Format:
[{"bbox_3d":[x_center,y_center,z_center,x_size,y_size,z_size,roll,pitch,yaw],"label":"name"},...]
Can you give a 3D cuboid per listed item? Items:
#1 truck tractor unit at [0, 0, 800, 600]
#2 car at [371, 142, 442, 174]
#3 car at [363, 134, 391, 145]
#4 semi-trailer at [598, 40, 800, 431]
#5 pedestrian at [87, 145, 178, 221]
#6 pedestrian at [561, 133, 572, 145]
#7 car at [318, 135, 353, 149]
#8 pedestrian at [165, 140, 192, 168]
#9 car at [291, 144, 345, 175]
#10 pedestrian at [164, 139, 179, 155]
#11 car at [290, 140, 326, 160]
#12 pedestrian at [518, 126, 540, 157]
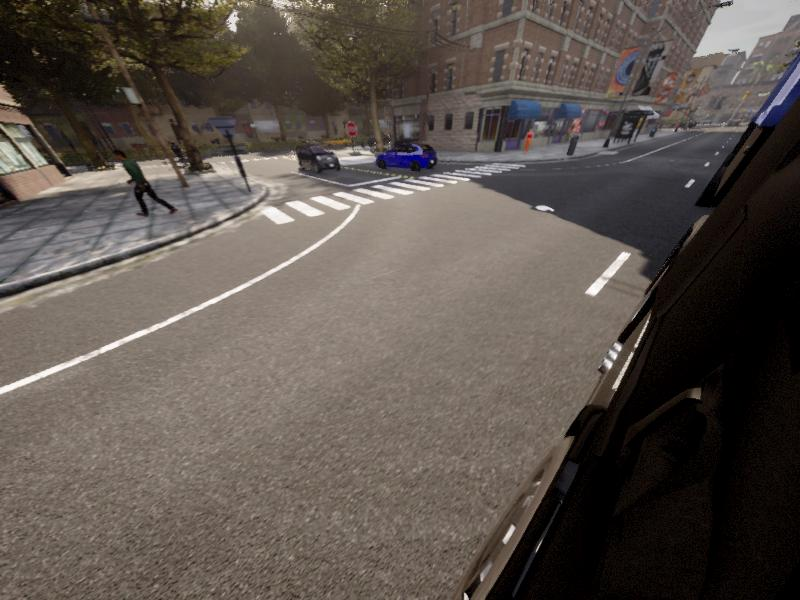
[{"bbox_3d":[2.645,-0.295,0.351,6.516,4.208,3.053,-28,44,-30],"label":"truck tractor unit"},{"bbox_3d":[0.360,-9.213,14.841,4.193,1.474,1.816,25,44,32],"label":"car"},{"bbox_3d":[-4.282,-30.484,43.880,4.892,1.490,1.837,-28,43,-30],"label":"car"},{"bbox_3d":[8.705,-3.568,4.268,14.254,4.402,2.717,-28,43,-30],"label":"semi-trailer"},{"bbox_3d":[-7.709,-3.431,6.818,0.751,1.860,0.751,-12,37,-13],"label":"pedestrian"},{"bbox_3d":[18.744,-18.135,25.960,0.500,1.100,0.500,-26,42,-28],"label":"pedestrian"},{"bbox_3d":[-10.947,-27.008,39.455,5.366,1.575,1.801,-28,43,-30],"label":"car"},{"bbox_3d":[-18.347,-12.124,19.160,0.751,1.860,0.751,-17,39,-20],"label":"pedestrian"},{"bbox_3d":[-5.637,-9.727,15.811,1.845,1.501,3.633,-29,44,-31],"label":"car"},{"bbox_3d":[-33.972,-22.732,34.362,0.751,1.860,0.751,-28,44,-30],"label":"pedestrian"},{"bbox_3d":[-9.486,-15.495,23.808,1.789,1.549,3.705,-29,44,-31],"label":"car"},{"bbox_3d":[9.595,-11.828,17.267,0.751,1.860,0.751,29,47,35],"label":"pedestrian"}]
